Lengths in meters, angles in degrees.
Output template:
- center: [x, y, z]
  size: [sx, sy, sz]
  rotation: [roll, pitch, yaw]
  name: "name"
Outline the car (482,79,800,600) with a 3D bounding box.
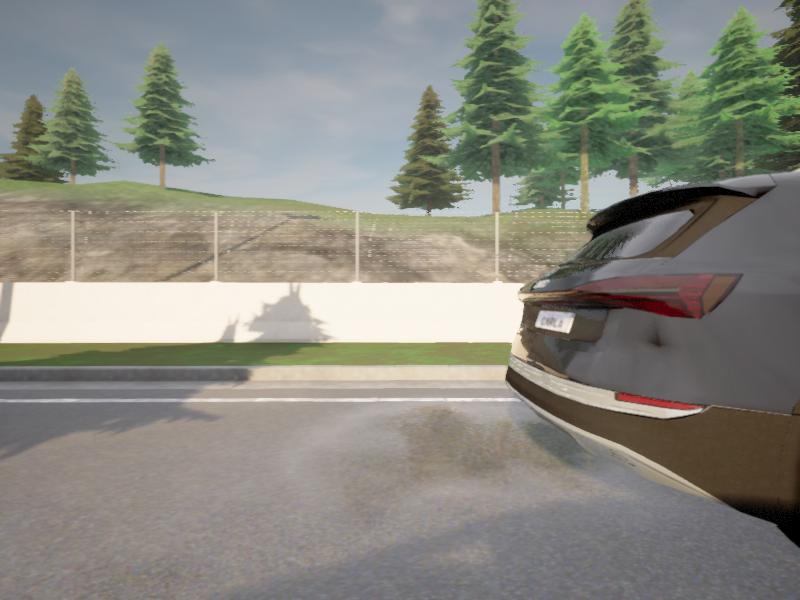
- center: [3.082, 0.178, 2.179]
  size: [4.856, 1.649, 2.033]
  rotation: [0, 0, 0]
  name: "car"
